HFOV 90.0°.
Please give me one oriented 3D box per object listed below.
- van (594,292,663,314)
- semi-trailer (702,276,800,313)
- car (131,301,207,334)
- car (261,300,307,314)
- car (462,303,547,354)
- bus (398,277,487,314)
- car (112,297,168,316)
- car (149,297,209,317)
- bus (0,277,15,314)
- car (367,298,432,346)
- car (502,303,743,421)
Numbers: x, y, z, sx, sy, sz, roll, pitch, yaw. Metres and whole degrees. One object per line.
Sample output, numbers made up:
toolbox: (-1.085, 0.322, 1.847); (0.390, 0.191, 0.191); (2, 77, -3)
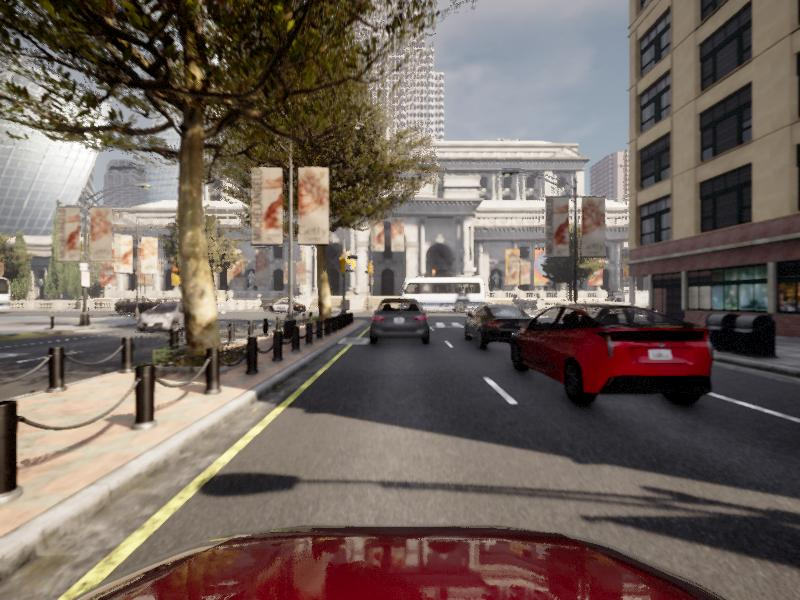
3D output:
van: (25.585, 0.365, 44.974); (6.366, 2.431, 2.351); (0, 0, 0)
semi-trailer: (44.875, -0.632, 48.853); (14.254, 4.402, 2.717); (0, 0, -2)
car: (-11.578, 0.822, 20.335); (1.845, 1.501, 3.633); (0, 0, -1)
car: (-13.743, 0.814, 47.245); (4.974, 1.542, 2.038); (0, 0, 21)
car: (3.454, 0.866, 14.158); (1.812, 1.442, 4.674); (0, 0, 0)
bus: (4.930, -0.550, 48.434); (10.273, 4.253, 3.944); (0, 0, 0)
car: (-26.994, 0.644, 41.684); (4.605, 1.855, 1.932); (-1, 0, 0)
car: (-21.028, 0.645, 38.161); (4.605, 1.855, 1.932); (-1, 0, 0)
bus: (-50.571, -0.546, 44.946); (10.273, 4.253, 3.944); (0, 0, -4)
car: (-0.004, 0.752, 16.030); (2.242, 1.667, 4.611); (0, 0, 0)
car: (3.500, 0.826, 7.509); (2.007, 1.525, 4.514); (0, 0, 0)
